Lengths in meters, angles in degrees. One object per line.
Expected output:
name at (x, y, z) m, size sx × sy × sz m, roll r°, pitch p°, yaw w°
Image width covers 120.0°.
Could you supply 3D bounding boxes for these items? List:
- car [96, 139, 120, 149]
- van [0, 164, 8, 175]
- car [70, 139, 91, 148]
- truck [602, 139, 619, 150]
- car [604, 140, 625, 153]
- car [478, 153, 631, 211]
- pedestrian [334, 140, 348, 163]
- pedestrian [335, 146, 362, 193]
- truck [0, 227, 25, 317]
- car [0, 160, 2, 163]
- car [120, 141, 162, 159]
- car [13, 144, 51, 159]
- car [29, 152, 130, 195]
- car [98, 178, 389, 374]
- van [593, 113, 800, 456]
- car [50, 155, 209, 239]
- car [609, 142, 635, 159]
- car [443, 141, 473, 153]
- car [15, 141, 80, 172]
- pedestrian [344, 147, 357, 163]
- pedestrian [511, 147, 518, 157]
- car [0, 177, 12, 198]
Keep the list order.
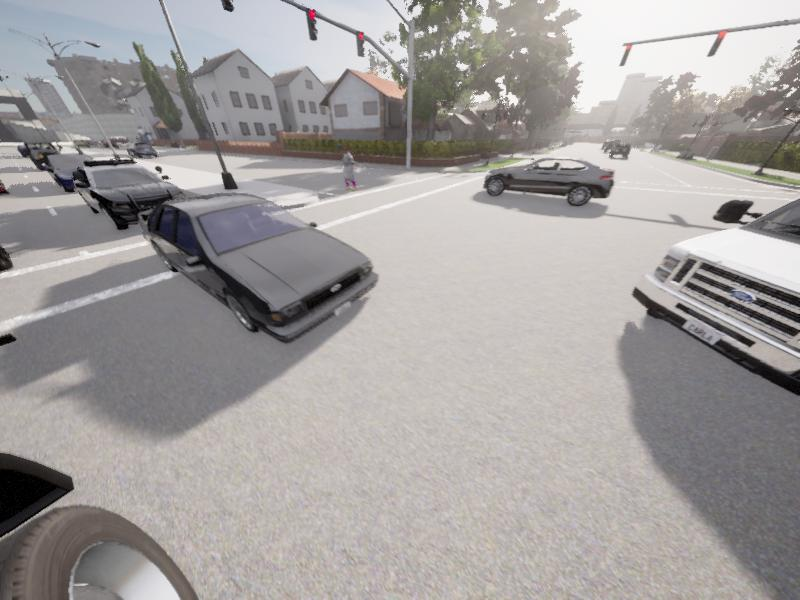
car at (-63.284, -33.846, 50.063) m, size 4.974 × 1.542 × 2.038 m, roll 23°, pitch 41°, yaw 29°
van at (-29.926, -9.850, 15.859) m, size 4.480 × 2.038 × 2.069 m, roll 20°, pitch 40°, yaw 25°
car at (-71.636, -35.121, 51.831) m, size 4.514 × 1.525 × 2.007 m, roll 29°, pitch 44°, yaw 35°
truck at (51.821, -38.429, 56.970) m, size 2.390 × 2.098 × 6.274 m, roll 22°, pitch 41°, yaw 27°
car at (42.394, -30.518, 45.793) m, size 2.150 × 2.045 × 5.566 m, roll 22°, pitch 41°, yaw 27°
car at (6.446, -5.440, 10.276) m, size 5.027 × 1.651 × 2.152 m, roll 22°, pitch 41°, yaw 28°
pedestrian at (-5.760, -14.638, 22.708) m, size 0.751 × 1.860 × 0.751 m, roll 29°, pitch 44°, yaw 34°
pedestrian at (-2.467, -6.297, 11.168) m, size 0.751 × 1.860 × 0.751 m, roll -27°, pitch 44°, yaw -33°
truck at (-7.305, -0.313, 2.483) m, size 6.274 × 2.098 × 2.390 m, roll 26°, pitch 42°, yaw 32°
car at (-41.380, -14.479, 22.465) m, size 4.605 × 1.855 × 1.932 m, roll 22°, pitch 41°, yaw 27°
car at (-32.410, -18.810, 28.908) m, size 4.856 × 1.649 × 2.033 m, roll 22°, pitch 41°, yaw 28°
car at (-44.362, -17.917, 27.829) m, size 4.718 × 1.301 × 1.895 m, roll 22°, pitch 41°, yaw 28°
car at (-16.652, -6.705, 11.996) m, size 4.792 × 1.488 × 2.163 m, roll 22°, pitch 41°, yaw 28°
car at (-2.959, -1.089, 4.221) m, size 5.357 × 1.411 × 2.033 m, roll 22°, pitch 41°, yaw 28°
van at (6.507, -0.467, 2.521) m, size 6.366 × 2.431 × 2.351 m, roll -4°, pitch 35°, yaw -6°
car at (-8.888, -3.631, 7.561) m, size 5.238 × 1.638 × 1.930 m, roll 22°, pitch 40°, yaw 27°
car at (31.763, -21.595, 33.187) m, size 1.932 × 1.855 × 4.605 m, roll 22°, pitch 40°, yaw 27°
car at (8.786, -23.292, 35.155) m, size 3.806 × 1.475 × 1.970 m, roll 22°, pitch 41°, yaw 28°
car at (-27.605, -11.333, 18.114) m, size 3.866 × 1.878 × 1.905 m, roll 22°, pitch 41°, yaw 28°
pedestrian at (-4.850, -14.350, 22.794) m, size 0.751 × 1.300 × 0.751 m, roll 22°, pitch 41°, yaw 28°
pedestrian at (15.158, -19.654, 30.673) m, size 0.500 × 1.100 × 0.500 m, roll 23°, pitch 41°, yaw 29°
car at (-19.646, -5.416, 10.241) m, size 4.181 × 1.385 × 1.994 m, roll 22°, pitch 41°, yaw 28°
